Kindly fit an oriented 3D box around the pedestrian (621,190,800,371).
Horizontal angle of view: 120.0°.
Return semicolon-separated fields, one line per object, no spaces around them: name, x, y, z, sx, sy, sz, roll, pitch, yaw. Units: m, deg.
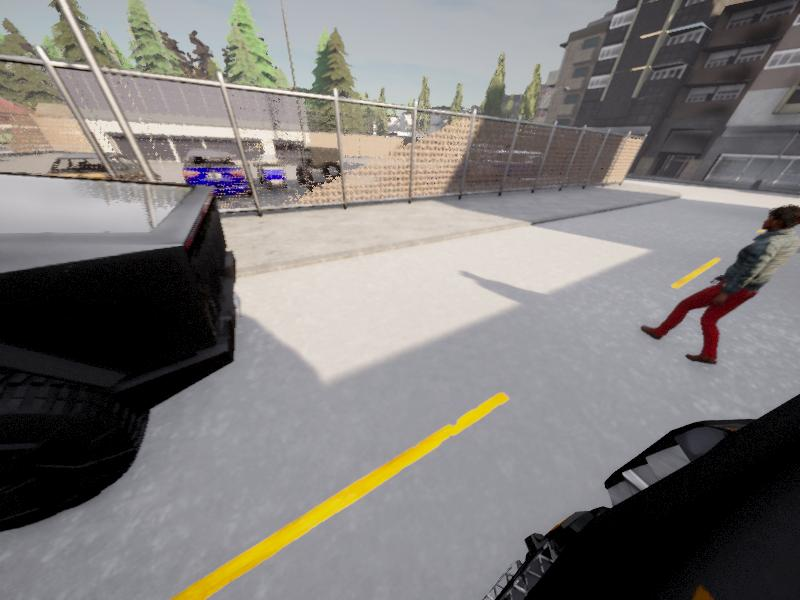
pedestrian;3.672;-0.148;2.589;0.751;1.860;0.751;-2;34;-6

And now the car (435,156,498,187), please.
car;4.462;-8.748;15.646;3.705;1.547;1.789;-16;38;-26

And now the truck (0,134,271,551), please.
truck;-4.417;0.475;0.969;6.274;2.098;2.390;-16;38;-25

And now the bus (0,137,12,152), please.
bus;-47.818;-18.127;23.942;10.273;4.253;3.944;14;36;17

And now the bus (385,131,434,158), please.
bus;2.053;-32.261;48.216;10.273;4.253;3.944;-28;45;-37
